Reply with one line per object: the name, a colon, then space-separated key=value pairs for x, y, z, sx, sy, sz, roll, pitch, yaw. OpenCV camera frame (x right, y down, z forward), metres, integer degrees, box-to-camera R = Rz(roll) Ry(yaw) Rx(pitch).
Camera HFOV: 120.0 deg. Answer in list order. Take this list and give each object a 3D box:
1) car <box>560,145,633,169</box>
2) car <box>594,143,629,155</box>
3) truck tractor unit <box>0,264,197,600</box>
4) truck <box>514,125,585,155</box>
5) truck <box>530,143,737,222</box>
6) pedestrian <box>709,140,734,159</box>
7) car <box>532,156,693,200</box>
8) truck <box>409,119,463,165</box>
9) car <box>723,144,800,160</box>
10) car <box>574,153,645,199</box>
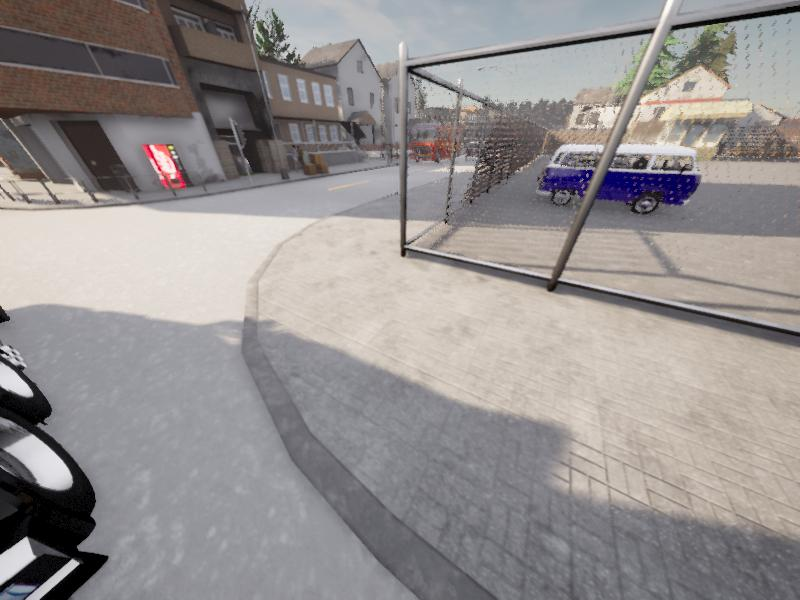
car: x=17.495 y=-13.045 z=20.969 sx=4.611 sy=1.667 sz=2.242 roll=18 pitch=39 yaw=24
car: x=34.058 y=-24.462 z=37.411 sx=3.705 sy=1.549 sz=1.789 roll=18 pitch=39 yaw=24
truck tractor unit: x=-5.111 y=-0.301 z=0.778 sx=6.516 sy=4.208 sz=3.053 roll=18 pitch=39 yaw=24
truck: x=23.850 y=-25.883 z=37.553 sx=8.468 sy=3.827 sz=2.891 roll=4 pitch=35 yaw=7
truck: x=7.652 y=-4.486 z=8.459 sx=4.478 sy=2.038 sz=2.069 roll=18 pitch=39 yaw=24
pedestrian: x=37.397 y=-17.497 z=26.908 sx=0.751 sy=1.860 sz=0.751 roll=19 pitch=39 yaw=25
car: x=9.778 y=-6.153 z=11.376 sx=5.357 sy=1.415 sz=2.033 roll=18 pitch=39 yaw=24
truck: x=4.302 y=-18.160 z=26.644 sx=2.891 sy=3.827 sz=8.468 roll=18 pitch=39 yaw=24
car: x=44.771 y=-18.320 z=28.493 sx=5.366 sy=1.575 sz=1.801 roll=18 pitch=39 yaw=24
car: x=10.030 y=-6.279 z=11.430 sx=1.789 sy=1.547 sz=3.705 roll=18 pitch=39 yaw=24
